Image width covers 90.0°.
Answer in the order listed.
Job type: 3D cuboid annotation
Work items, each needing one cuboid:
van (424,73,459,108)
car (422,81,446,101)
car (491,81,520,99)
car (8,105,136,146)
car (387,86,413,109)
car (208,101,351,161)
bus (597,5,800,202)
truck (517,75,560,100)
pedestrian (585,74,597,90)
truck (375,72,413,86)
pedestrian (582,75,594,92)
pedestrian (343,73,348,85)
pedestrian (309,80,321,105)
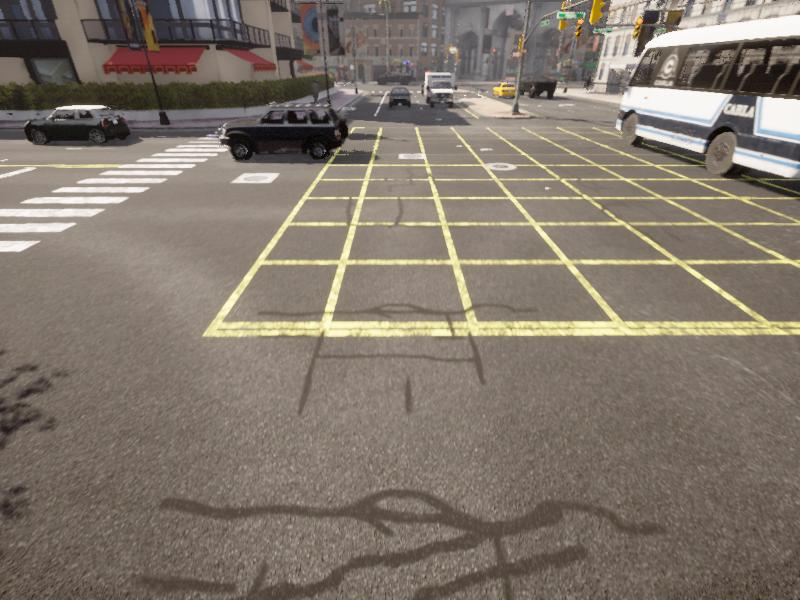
[{"bbox_3d":[3.499,-18.489,35.200,2.351,2.431,6.366,0,30,0],"label":"van"},{"bbox_3d":[3.502,-22.017,42.023,2.033,1.649,4.856,0,30,0],"label":"car"},{"bbox_3d":[11.503,-23.147,44.003,1.801,1.575,5.366,0,30,0],"label":"car"},{"bbox_3d":[-14.650,-7.943,18.111,3.806,1.475,1.970,0,30,0],"label":"car"},{"bbox_3d":[0.000,-17.811,35.064,2.033,1.411,5.357,0,30,0],"label":"car"},{"bbox_3d":[-4.287,-6.378,15.038,4.605,1.855,1.932,0,30,0],"label":"car"},{"bbox_3d":[11.378,-6.929,13.629,3.944,4.253,10.273,0,30,0],"label":"bus"},{"bbox_3d":[15.002,-23.318,43.782,2.390,2.098,6.274,0,30,0],"label":"truck"},{"bbox_3d":[25.965,-29.599,54.406,0.751,1.860,0.751,-4,31,-7],"label":"pedestrian"},{"bbox_3d":[-1.108,-39.068,70.702,6.274,2.098,2.390,8,31,13],"label":"truck"},{"bbox_3d":[23.651,-27.198,50.302,0.751,1.860,0.751,2,30,3],"label":"pedestrian"},{"bbox_3d":[-10.005,-40.434,73.230,0.751,1.860,0.751,1,30,1],"label":"pedestrian"},{"bbox_3d":[-7.223,-17.717,34.093,0.751,1.860,0.751,0,30,-1],"label":"pedestrian"}]
